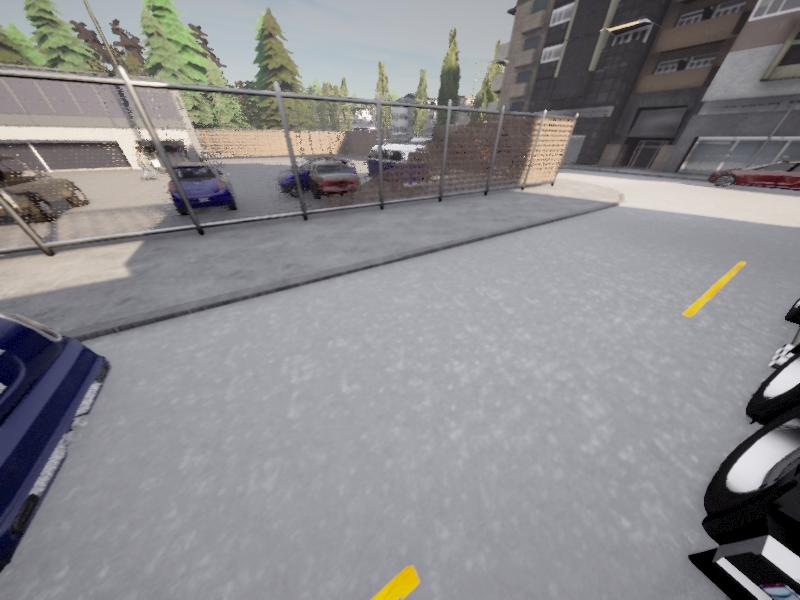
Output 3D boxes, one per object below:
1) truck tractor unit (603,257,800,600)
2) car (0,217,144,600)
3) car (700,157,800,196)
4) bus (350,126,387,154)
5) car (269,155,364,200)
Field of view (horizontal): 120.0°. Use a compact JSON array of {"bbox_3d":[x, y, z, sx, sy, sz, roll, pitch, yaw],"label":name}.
[{"bbox_3d":[5.098,-0.314,0.799,6.516,4.208,3.053,-19,39,-25],"label":"truck tractor unit"},{"bbox_3d":[-4.520,1.253,0.596,4.553,1.767,2.097,-19,39,-25],"label":"car"},{"bbox_3d":[20.758,-6.806,12.667,2.163,1.488,4.792,-19,39,-25],"label":"car"},{"bbox_3d":[-6.007,-32.431,46.825,3.944,4.253,10.273,6,36,11],"label":"bus"},{"bbox_3d":[-3.878,-5.958,11.060,3.705,1.547,1.789,-19,39,-25],"label":"car"}]
